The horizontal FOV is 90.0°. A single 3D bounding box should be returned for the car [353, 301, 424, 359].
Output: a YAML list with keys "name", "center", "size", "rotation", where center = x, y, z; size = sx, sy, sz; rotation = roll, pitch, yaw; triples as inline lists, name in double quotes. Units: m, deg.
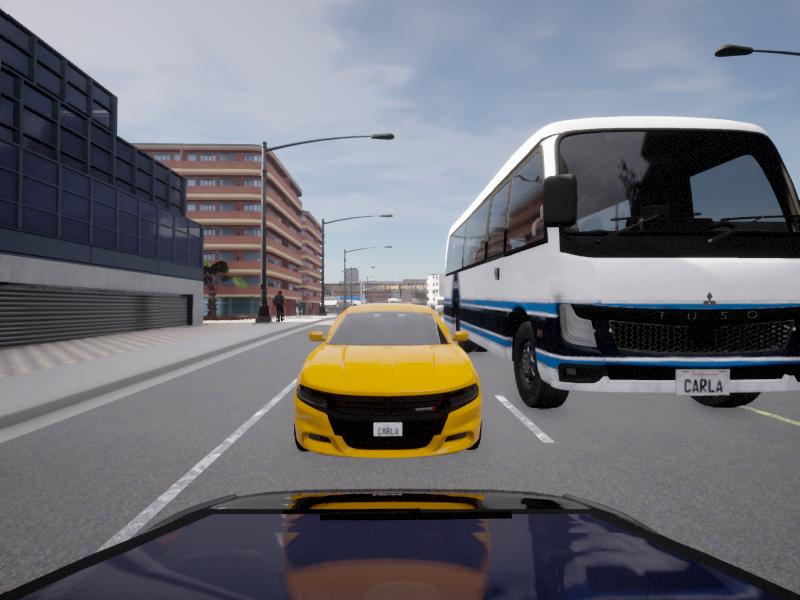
- name: "car"
  center: [-0.325, 0.768, 12.619]
  size: [1.812, 1.442, 4.674]
  rotation: [0, 1, -1]

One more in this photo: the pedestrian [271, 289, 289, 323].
- name: "pedestrian"
  center: [-6.721, 0.343, 22.417]
  size: [0.751, 1.860, 0.751]
  rotation: [0, -1, 0]

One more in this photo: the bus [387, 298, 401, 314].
- name: "bus"
  center: [-1.796, 1.718, 113.690]
  size: [3.944, 4.253, 10.273]
  rotation: [0, -1, -1]

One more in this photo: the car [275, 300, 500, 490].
- name: "car"
  center: [-0.158, 0.790, 5.854]
  size: [1.882, 1.535, 5.008]
  rotation: [0, 1, -1]

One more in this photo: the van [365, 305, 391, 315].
- name: "van"
  center: [-5.479, 2.392, 100.307]
  size: [6.366, 2.431, 2.351]
  rotation: [1, -1, -32]

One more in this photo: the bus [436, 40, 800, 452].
- name: "bus"
  center: [3.384, -0.601, 9.306]
  size: [3.944, 4.253, 10.273]
  rotation: [0, 1, -1]
